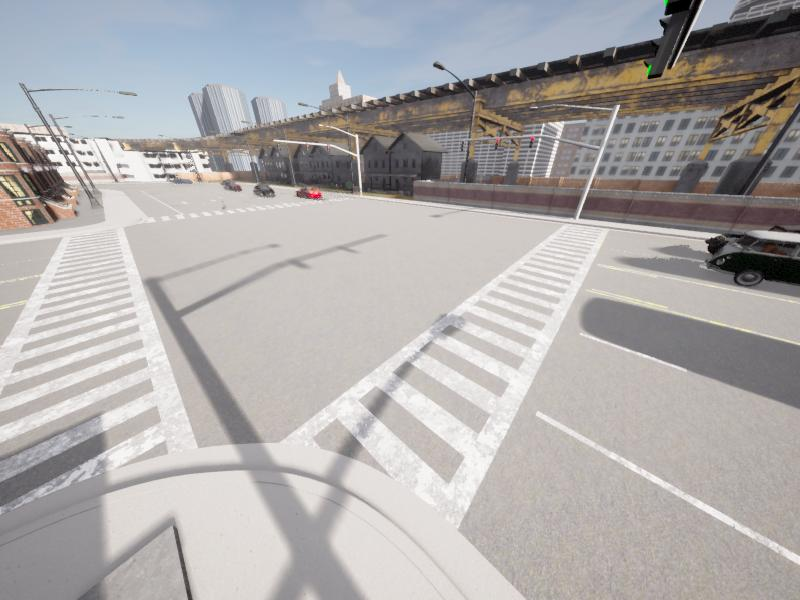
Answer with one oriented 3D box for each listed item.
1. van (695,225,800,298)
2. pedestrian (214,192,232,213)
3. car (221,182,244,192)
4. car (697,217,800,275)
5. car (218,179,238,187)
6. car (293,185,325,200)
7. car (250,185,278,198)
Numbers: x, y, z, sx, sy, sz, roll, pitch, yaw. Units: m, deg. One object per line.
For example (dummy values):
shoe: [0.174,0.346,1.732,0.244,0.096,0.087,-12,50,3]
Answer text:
van: [15.097,-1.334,8.626,4.442,1.987,1.775,24,38,35]
pedestrian: [-18.249,-10.063,23.823,0.751,1.860,0.751,21,36,31]
car: [-33.117,-22.361,45.639,5.357,1.411,2.033,24,38,35]
car: [17.553,-2.545,10.819,3.866,1.878,1.905,24,38,35]
car: [-41.889,-28.412,56.119,5.357,1.411,2.033,21,36,32]
car: [-13.788,-16.281,34.833,4.611,1.667,2.242,24,38,35]
car: [-21.784,-17.401,36.947,4.892,1.490,1.837,24,38,35]
